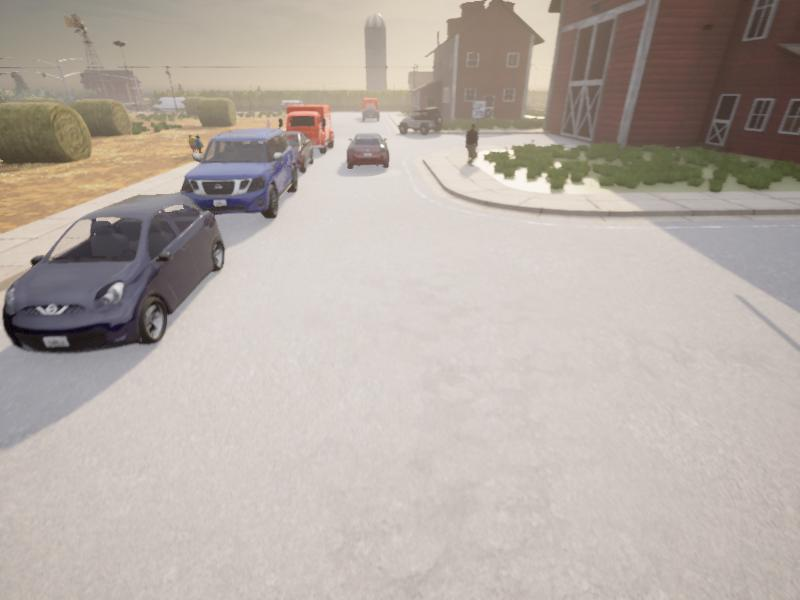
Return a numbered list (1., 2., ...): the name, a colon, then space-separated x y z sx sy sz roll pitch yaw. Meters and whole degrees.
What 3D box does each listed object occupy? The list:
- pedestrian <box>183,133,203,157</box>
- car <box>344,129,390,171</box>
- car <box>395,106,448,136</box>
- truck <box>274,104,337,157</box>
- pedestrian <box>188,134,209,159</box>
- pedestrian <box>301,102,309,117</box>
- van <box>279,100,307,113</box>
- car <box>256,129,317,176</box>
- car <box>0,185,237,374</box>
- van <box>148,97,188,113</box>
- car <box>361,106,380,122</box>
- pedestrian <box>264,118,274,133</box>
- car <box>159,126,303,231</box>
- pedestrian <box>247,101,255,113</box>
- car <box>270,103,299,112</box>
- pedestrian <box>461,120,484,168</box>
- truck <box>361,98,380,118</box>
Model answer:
1. pedestrian: -10.533 -7.874 20.372 0.500 1.100 0.500 0 27 -1
2. car: -1.556 -7.390 19.494 1.994 1.385 4.181 -2 27 -3
3. car: 1.703 -14.544 32.472 3.866 1.878 1.905 22 40 39
4. truck: -5.370 -10.132 23.630 2.627 2.467 5.204 -2 27 -3
5. pedestrian: -10.037 -7.645 19.924 0.500 1.100 0.500 9 29 17
6. pedestrian: -13.361 -26.712 56.166 0.751 1.860 0.751 2 27 4
7. van: -19.709 -35.818 74.136 4.480 2.038 2.069 -1 27 -2
8. car: -4.969 -6.751 18.061 1.789 1.549 3.705 -2 27 -3
9. car: -4.151 -0.622 6.162 1.845 1.501 3.633 -2 27 -3
10. van: -44.058 -37.117 76.152 5.915 2.561 1.988 -1 27 -2
11. car: -3.741 -23.757 51.037 2.152 1.651 5.027 -2 27 -3
12. pedestrian: -10.808 -14.406 33.069 0.500 1.100 0.500 -2 27 -4
13. car: -4.556 -3.943 12.063 2.150 2.045 5.566 -2 27 -3
14. pedestrian: -25.417 -32.884 68.207 0.751 1.860 0.751 5 28 9
15. car: -22.228 -37.140 77.266 4.974 1.542 2.038 -1 27 -2
16. pedestrian: 3.137 -6.790 17.387 0.751 1.860 0.751 1 27 2
17. truck: -4.253 -27.896 58.158 2.627 2.467 5.204 -2 27 -3
